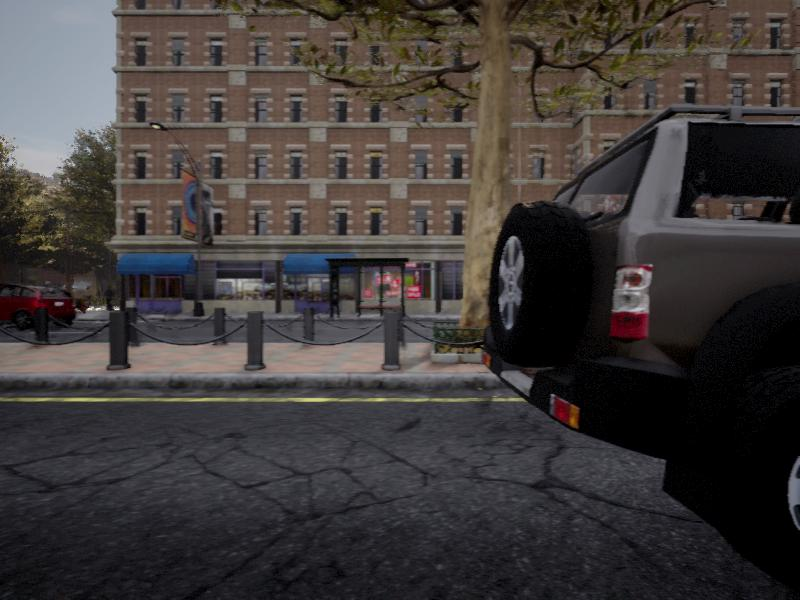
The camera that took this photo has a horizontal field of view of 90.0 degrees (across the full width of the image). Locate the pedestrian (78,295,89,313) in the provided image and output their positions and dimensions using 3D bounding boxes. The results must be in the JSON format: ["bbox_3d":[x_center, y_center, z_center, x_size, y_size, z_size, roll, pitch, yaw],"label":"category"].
[{"bbox_3d":[-20.265,0.262,25.621,0.500,1.100,0.500,0,0,41],"label":"pedestrian"}]

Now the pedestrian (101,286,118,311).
[{"bbox_3d":[-21.534,-0.118,29.641,0.751,1.860,0.751,0,0,-1],"label":"pedestrian"}]

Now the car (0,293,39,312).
[{"bbox_3d":[-32.810,0.223,33.498,1.845,1.501,3.633,0,0,-1],"label":"car"}]

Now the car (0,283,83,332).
[{"bbox_3d":[-13.418,0.217,13.721,3.705,1.549,1.789,1,0,1],"label":"car"}]

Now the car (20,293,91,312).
[{"bbox_3d":[-29.320,0.219,34.314,1.882,1.535,5.008,0,0,-1],"label":"car"}]

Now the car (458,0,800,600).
[{"bbox_3d":[2.782,0.046,2.188,4.605,1.855,1.932,2,0,0],"label":"car"}]

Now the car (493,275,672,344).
[{"bbox_3d":[4.444,0.219,10.180,3.705,1.549,1.789,1,0,0],"label":"car"}]
